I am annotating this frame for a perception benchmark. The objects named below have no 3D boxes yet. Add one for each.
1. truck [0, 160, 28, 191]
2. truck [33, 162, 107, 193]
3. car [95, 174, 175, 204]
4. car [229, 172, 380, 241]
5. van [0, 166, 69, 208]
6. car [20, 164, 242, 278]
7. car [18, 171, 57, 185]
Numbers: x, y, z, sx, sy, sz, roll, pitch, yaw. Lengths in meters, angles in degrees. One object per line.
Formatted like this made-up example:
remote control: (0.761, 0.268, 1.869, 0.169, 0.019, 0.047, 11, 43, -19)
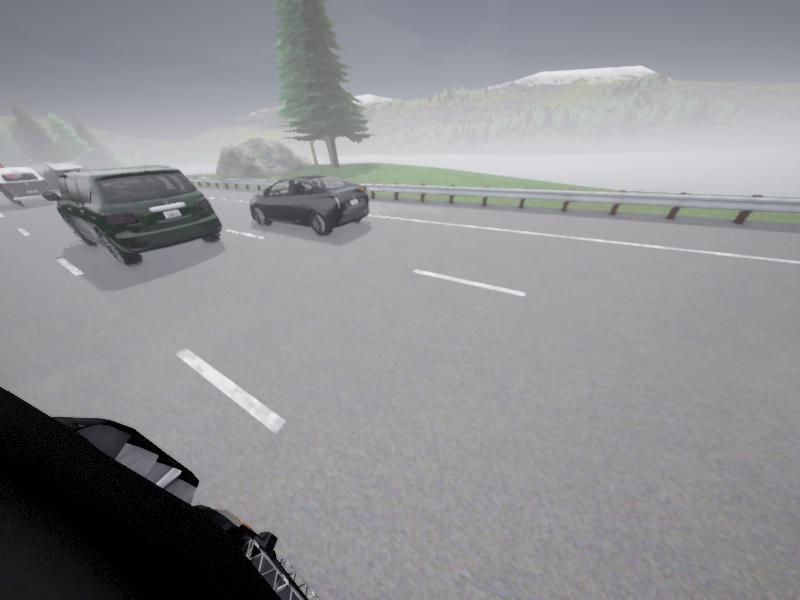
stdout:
truck: (-41.151, -12.418, 23.262, 5.204, 2.467, 2.627, 13, 36, 27)
truck: (-30.787, -11.492, 21.533, 6.274, 2.098, 2.390, 16, 38, 26)
car: (-17.061, -7.234, 14.872, 4.718, 1.301, 1.895, 16, 38, 26)
car: (-3.192, -3.358, 7.841, 4.514, 1.525, 2.007, 16, 38, 26)
van: (-24.604, -7.461, 15.085, 4.480, 2.038, 2.069, 16, 38, 26)
car: (-7.537, -2.574, 6.511, 5.566, 2.045, 2.150, 16, 38, 26)
car: (-46.744, -15.730, 29.777, 4.718, 1.301, 1.895, 16, 38, 26)
